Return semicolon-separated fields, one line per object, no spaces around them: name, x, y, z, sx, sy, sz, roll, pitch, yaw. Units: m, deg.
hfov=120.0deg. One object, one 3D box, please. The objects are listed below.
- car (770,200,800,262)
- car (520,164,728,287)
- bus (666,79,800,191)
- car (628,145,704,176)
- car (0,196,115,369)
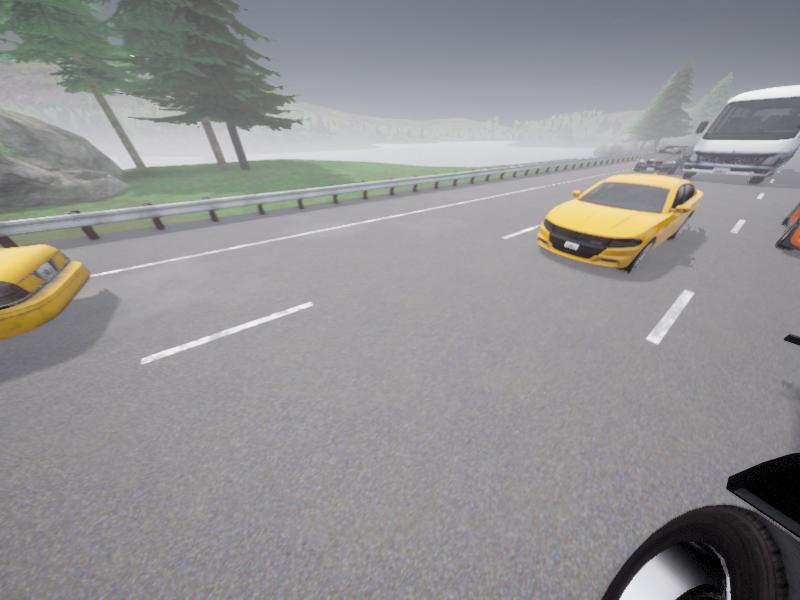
car;10.875;-1.999;5.093;4.553;1.767;2.097;-22;41;-28
car;5.443;-2.146;5.571;5.008;1.535;1.882;-22;41;-27
bus;21.660;-9.770;13.886;10.273;4.253;3.944;-21;40;-26
car;19.342;-10.237;16.810;4.611;1.667;2.242;-21;40;-27
car;-6.992;0.430;1.988;5.366;1.575;1.801;-22;41;-28
